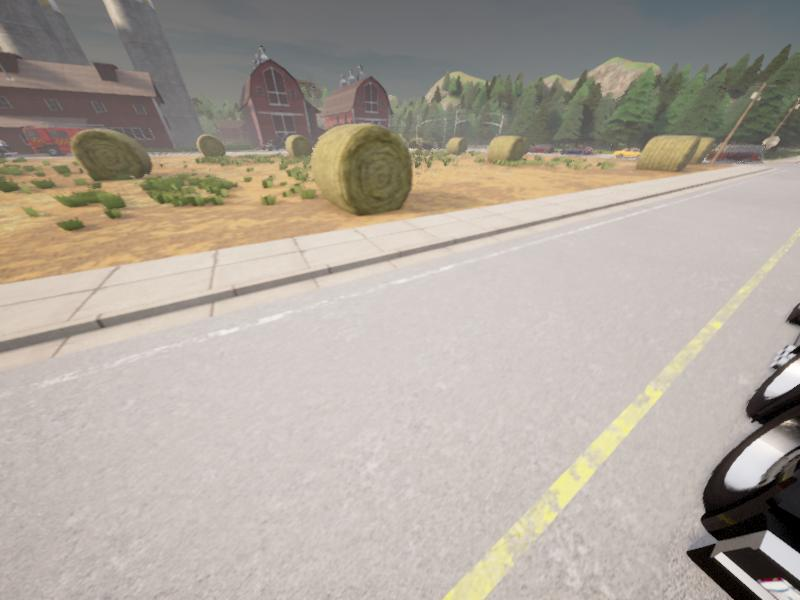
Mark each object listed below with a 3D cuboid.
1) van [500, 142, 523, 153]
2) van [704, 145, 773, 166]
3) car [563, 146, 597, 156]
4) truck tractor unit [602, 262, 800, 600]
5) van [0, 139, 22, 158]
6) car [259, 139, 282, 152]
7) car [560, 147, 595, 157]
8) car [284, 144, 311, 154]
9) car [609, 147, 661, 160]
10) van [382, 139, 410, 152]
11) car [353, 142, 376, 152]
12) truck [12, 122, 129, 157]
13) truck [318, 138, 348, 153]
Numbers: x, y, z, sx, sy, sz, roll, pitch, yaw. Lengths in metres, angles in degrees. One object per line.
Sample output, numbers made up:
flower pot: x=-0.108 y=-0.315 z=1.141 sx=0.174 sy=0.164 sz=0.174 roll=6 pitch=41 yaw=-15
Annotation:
van: x=26.758 y=-36.709 z=55.497 sx=1.775 sy=1.987 sz=4.442 roll=-20 pitch=40 yaw=-27
van: x=43.085 y=-18.581 z=29.565 sx=1.775 sy=1.987 sz=4.442 roll=-20 pitch=40 yaw=-27
car: x=35.082 y=-29.143 z=45.093 sx=2.007 sy=1.525 sz=4.514 roll=-20 pitch=40 yaw=-27
truck tractor unit: x=5.115 y=-0.294 z=0.792 sx=6.516 sy=4.208 sz=3.053 roll=-18 pitch=39 yaw=-24
van: x=-53.876 y=-19.542 z=29.817 sx=4.480 sy=2.038 sz=2.069 roll=-20 pitch=40 yaw=-27
car: x=-27.191 y=-32.583 z=48.738 sx=1.905 sy=1.878 sz=3.866 roll=13 pitch=38 yaw=8
car: x=32.747 y=-27.444 z=42.825 sx=1.895 sy=1.301 sz=4.718 roll=-20 pitch=40 yaw=-27
car: x=-20.055 y=-29.681 z=45.337 sx=4.181 sy=1.385 sz=1.994 roll=-21 pitch=41 yaw=-27
car: x=37.361 y=-23.473 z=36.906 sx=1.801 sy=1.575 sz=5.366 roll=-20 pitch=40 yaw=-27
van: x=-0.973 y=-37.341 z=55.675 sx=6.366 sy=2.431 sz=2.351 roll=-21 pitch=40 yaw=-27
car: x=-7.952 y=-34.473 z=51.953 sx=4.605 sy=1.855 sz=1.932 roll=-21 pitch=40 yaw=-27
truck: x=-46.616 y=-23.024 z=33.346 sx=8.468 sy=3.827 sz=2.891 roll=-21 pitch=40 yaw=-28
truck: x=-13.945 y=-32.441 z=48.442 sx=5.204 sy=2.467 sz=2.627 roll=-21 pitch=40 yaw=-28
